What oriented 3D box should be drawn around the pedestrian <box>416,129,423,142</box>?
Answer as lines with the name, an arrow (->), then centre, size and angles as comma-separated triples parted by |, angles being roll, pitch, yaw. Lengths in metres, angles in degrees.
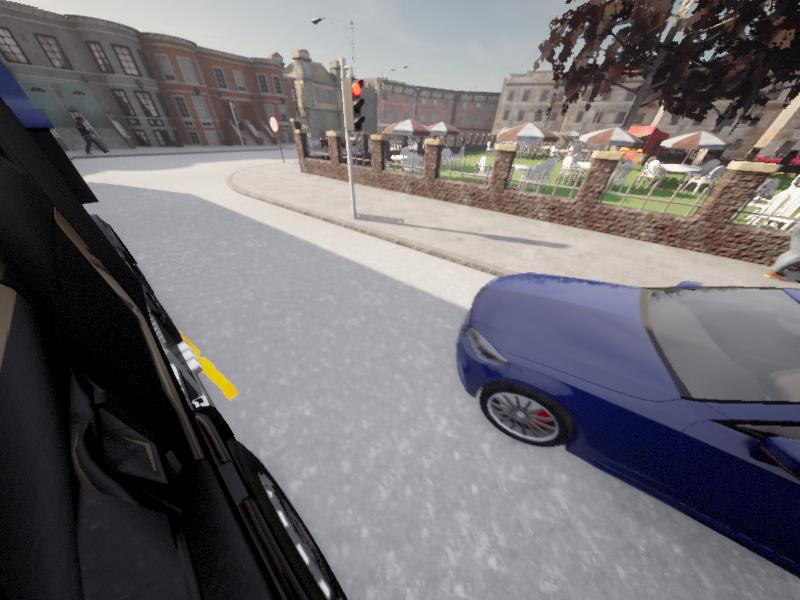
pedestrian -> 3.518, -29.179, 41.029 | 0.751, 1.860, 0.751 | -23, 44, -30

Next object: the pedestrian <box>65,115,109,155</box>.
pedestrian -> -18.239, -9.614, 13.504 | 0.751, 1.860, 0.751 | 30, 45, 32

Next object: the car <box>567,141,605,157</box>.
car -> 26.419, -21.524, 32.875 | 3.806, 1.475, 1.970 | 23, 41, 25

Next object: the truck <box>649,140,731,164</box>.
truck -> 37.967, -19.680, 30.664 | 6.274, 2.098, 2.390 | 24, 42, 25

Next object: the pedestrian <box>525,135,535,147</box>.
pedestrian -> 23.938, -29.268, 42.501 | 0.751, 1.860, 0.751 | 30, 44, 31

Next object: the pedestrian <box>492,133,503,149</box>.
pedestrian -> 14.520, -23.684, 34.433 | 0.751, 1.860, 0.751 | 25, 42, 27

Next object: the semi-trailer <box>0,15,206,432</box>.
semi-trailer -> -8.936, -3.438, 3.970 | 14.254, 4.402, 2.717 | 25, 42, 27

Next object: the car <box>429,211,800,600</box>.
car -> 2.782, 0.774, 1.610 | 4.674, 1.442, 1.812 | 23, 41, 25

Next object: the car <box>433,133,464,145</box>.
car -> 8.290, -27.672, 39.822 | 5.008, 1.535, 1.882 | -18, 42, -26

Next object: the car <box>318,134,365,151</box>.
car -> -6.028, -16.635, 24.358 | 1.895, 1.301, 4.718 | 24, 42, 26

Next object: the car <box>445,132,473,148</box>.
car -> 9.318, -25.171, 36.271 | 1.932, 1.855, 4.605 | 29, 44, 32

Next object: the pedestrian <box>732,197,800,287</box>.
pedestrian -> 7.372, -1.221, 4.013 | 0.751, 1.860, 0.751 | 16, 39, 17

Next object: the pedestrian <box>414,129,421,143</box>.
pedestrian -> 2.993, -27.562, 38.839 | 0.751, 1.860, 0.751 | 23, 41, 25

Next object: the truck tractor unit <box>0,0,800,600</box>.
truck tractor unit -> -2.645, -0.295, 0.352 | 6.516, 4.208, 3.053 | 28, 44, 30

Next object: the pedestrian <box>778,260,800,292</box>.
pedestrian -> 7.572, -0.866, 3.552 | 0.751, 1.860, 0.751 | 21, 40, 22

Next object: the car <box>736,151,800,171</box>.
car -> 44.315, -16.580, 27.428 | 4.514, 1.525, 2.007 | 24, 42, 26
